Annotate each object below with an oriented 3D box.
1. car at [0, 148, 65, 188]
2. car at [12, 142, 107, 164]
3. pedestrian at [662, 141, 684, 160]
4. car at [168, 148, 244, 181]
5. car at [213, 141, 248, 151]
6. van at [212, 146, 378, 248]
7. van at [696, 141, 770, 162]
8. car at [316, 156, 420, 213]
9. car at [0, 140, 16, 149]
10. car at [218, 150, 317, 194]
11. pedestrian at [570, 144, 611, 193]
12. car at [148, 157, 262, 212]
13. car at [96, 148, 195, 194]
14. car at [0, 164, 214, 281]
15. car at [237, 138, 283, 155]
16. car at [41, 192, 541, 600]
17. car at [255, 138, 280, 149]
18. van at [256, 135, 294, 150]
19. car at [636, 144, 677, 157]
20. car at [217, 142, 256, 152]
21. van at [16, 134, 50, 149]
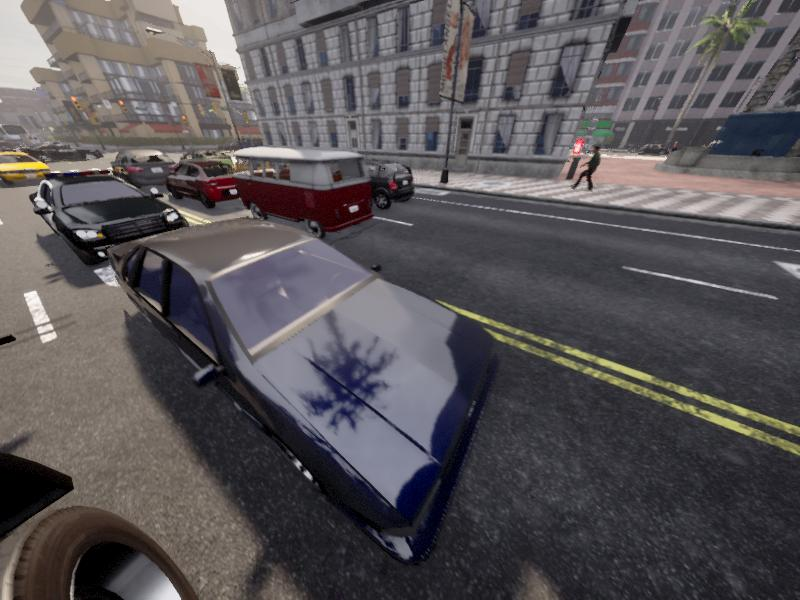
[{"bbox_3d":[-21.933,-7.718,13.308,5.366,1.575,1.801,20,40,26],"label":"car"},{"bbox_3d":[-35.029,-15.405,24.049,1.930,1.638,5.238,21,40,26],"label":"car"},{"bbox_3d":[32.060,-17.586,27.152,0.751,1.860,0.751,-18,39,-24],"label":"pedestrian"},{"bbox_3d":[-12.982,-9.167,15.475,4.514,1.525,2.007,20,40,26],"label":"car"},{"bbox_3d":[-32.557,-29.811,44.623,2.163,1.488,4.792,20,40,26],"label":"car"},{"bbox_3d":[-2.992,-3.236,6.744,4.442,1.987,1.775,20,40,26],"label":"van"},{"bbox_3d":[41.433,-18.674,28.914,2.069,2.038,4.480,-13,37,-19],"label":"van"},{"bbox_3d":[-1.273,-4.812,9.369,3.705,1.549,1.789,21,40,26],"label":"car"},{"bbox_3d":[-80.575,-31.711,46.982,4.674,1.442,1.812,20,40,26],"label":"car"},{"bbox_3d":[-7.182,-7.046,12.467,5.366,1.575,1.801,20,40,26],"label":"car"},{"bbox_3d":[8.579,-5.951,10.485,0.751,1.860,0.751,19,39,24],"label":"pedestrian"},{"bbox_3d":[-8.013,-4.915,9.532,4.193,1.474,1.816,20,40,26],"label":"car"},{"bbox_3d":[-13.593,-7.050,12.346,4.611,1.667,2.242,23,41,29],"label":"car"},{"bbox_3d":[-7.307,-2.266,5.735,4.974,1.542,2.038,21,40,26],"label":"car"},{"bbox_3d":[-21.534,-23.937,35.894,2.150,2.045,5.566,20,40,26],"label":"car"},{"bbox_3d":[-1.648,-0.071,2.786,5.357,1.411,2.033,21,40,26],"label":"car"},{"bbox_3d":[-28.503,-33.595,49.679,1.905,1.878,3.866,20,40,26],"label":"car"},{"bbox_3d":[-25.657,-32.633,47.854,2.351,2.431,6.366,20,40,26],"label":"van"},{"bbox_3d":[40.442,-23.677,36.487,1.970,1.475,3.806,-22,41,-28],"label":"car"},{"bbox_3d":[-30.007,-28.319,42.603,2.033,1.411,5.357,20,40,26],"label":"car"},{"bbox_3d":[-74.909,-32.415,47.163,6.366,2.431,2.351,20,40,26],"label":"van"}]
